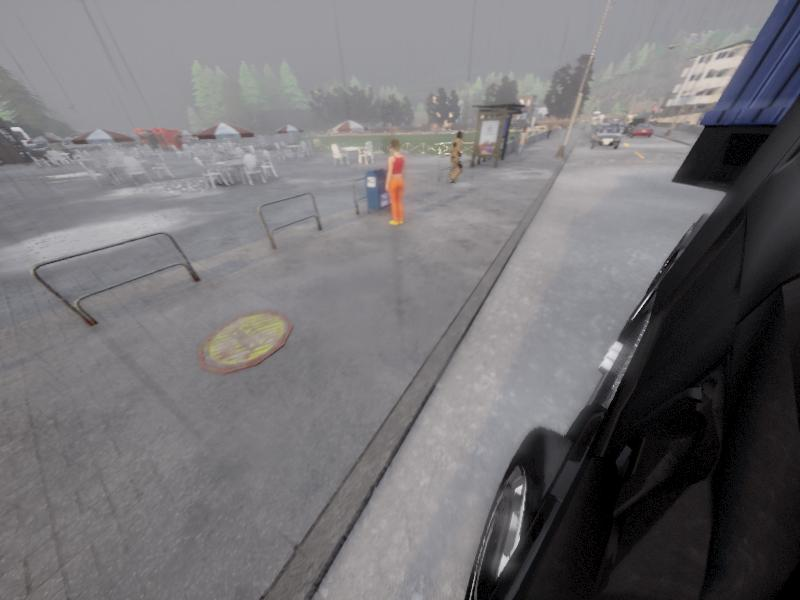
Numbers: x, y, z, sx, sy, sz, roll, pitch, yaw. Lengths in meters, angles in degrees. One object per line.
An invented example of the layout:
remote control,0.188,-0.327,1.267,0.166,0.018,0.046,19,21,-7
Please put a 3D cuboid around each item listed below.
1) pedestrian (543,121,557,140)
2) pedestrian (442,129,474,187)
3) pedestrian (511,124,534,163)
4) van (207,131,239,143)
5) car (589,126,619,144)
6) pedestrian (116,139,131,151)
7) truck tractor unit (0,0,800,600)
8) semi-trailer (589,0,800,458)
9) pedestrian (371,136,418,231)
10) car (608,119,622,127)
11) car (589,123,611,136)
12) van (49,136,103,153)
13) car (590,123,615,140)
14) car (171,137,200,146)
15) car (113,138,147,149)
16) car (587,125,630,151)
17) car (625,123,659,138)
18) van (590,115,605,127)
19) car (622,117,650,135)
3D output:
pedestrian,17.880,-20.210,27.583,0.751,1.860,0.751,20,43,27
pedestrian,2.256,-5.646,9.205,0.751,1.860,0.751,-12,38,-12
pedestrian,7.323,-9.392,13.872,0.751,1.860,0.751,16,41,22
van,-49.593,-45.693,64.814,2.351,2.431,6.366,20,43,27
car,21.581,-17.597,24.599,1.895,1.301,4.718,20,43,27
pedestrian,-51.849,-29.118,43.329,0.751,1.860,0.751,-17,40,-19
truck tractor unit,2.645,-0.295,0.351,6.516,4.208,3.053,-28,44,-30
semi-trailer,10.089,-1.559,1.443,14.254,4.402,2.717,-4,37,-2
pedestrian,-0.105,-2.744,5.500,0.751,1.860,0.751,-20,40,-21
car,56.391,-46.418,60.596,1.970,1.475,3.806,20,42,27
car,30.515,-26.178,35.361,2.033,1.411,5.357,20,42,27
van,-67.869,-32.743,48.599,1.988,2.561,5.915,20,43,27
car,25.258,-21.186,28.974,1.837,1.490,4.892,20,43,27
car,-54.624,-40.543,58.989,2.038,1.542,4.974,20,43,27
car,-63.324,-36.746,54.295,2.097,1.767,4.553,20,43,27
car,17.867,-14.040,19.927,2.128,1.511,4.902,21,43,28
car,29.639,-20.869,28.412,1.994,1.385,4.181,19,42,25
van,54.492,-49.446,63.921,2.351,2.431,6.366,20,43,27
car,33.513,-24.799,32.956,1.905,1.878,3.866,20,43,27
